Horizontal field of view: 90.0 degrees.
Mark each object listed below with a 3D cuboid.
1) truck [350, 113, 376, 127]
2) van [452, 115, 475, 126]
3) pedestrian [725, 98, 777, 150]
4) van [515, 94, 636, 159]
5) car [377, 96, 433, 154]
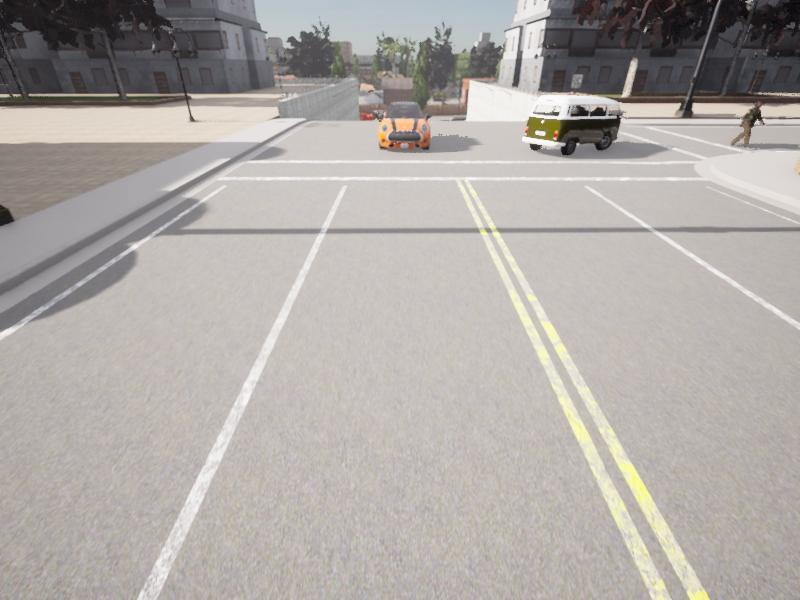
[{"bbox_3d":[-7.761,-37.924,84.145,5.204,2.467,2.627,0,30,0],"label":"truck"},{"bbox_3d":[13.352,-37.717,84.192,4.442,1.987,1.775,0,30,0],"label":"van"},{"bbox_3d":[14.342,-7.198,16.398,0.751,1.860,0.751,-3,31,-5],"label":"pedestrian"},{"bbox_3d":[7.135,-7.160,16.285,4.480,2.038,2.069,-18,35,-32],"label":"van"},{"bbox_3d":[0.196,-7.729,17.417,2.097,1.767,4.553,0,30,0],"label":"car"}]
